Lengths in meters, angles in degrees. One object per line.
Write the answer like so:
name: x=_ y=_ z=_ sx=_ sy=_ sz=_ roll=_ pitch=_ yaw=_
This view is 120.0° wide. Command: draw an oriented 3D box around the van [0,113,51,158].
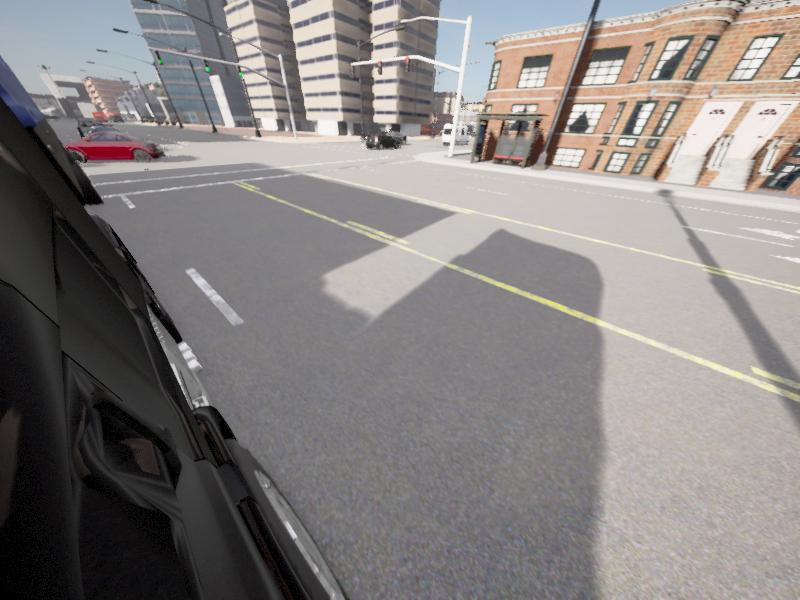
van: x=-23.886 y=-9.812 z=13.651 sx=1.775 sy=1.987 sz=4.442 roll=-20 pitch=42 yaw=-27

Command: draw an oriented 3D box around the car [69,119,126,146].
car: x=-26.608 y=-14.764 z=20.317 sx=4.611 sy=1.667 sz=2.242 roll=28 pitch=44 yaw=30

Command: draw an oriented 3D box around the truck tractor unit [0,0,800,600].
truck tractor unit: x=-2.645 y=-0.295 z=0.351 sx=6.516 sy=4.208 sz=3.053 roll=28 pitch=44 yaw=30

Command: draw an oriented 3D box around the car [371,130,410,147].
car: x=-1.149 y=-21.153 z=30.184 sx=1.930 sy=1.638 sz=5.238 roll=28 pitch=44 yaw=30

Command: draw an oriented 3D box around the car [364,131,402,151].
car: x=-1.802 y=-17.444 z=25.268 sx=1.851 sy=1.617 sz=3.988 roll=29 pitch=44 yaw=31

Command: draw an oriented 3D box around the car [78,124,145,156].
car: x=-20.366 y=-11.382 z=16.297 sx=4.974 sy=1.542 sz=2.038 roll=28 pitch=44 yaw=30

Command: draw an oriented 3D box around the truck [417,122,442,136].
truck: x=10.525 y=-61.361 z=82.968 sx=8.468 sy=3.827 sz=2.891 roll=26 pitch=43 yaw=30

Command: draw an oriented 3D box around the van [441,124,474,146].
van: x=8.809 y=-25.160 z=35.286 sx=1.988 sy=2.561 sz=5.915 roll=28 pitch=44 yaw=30

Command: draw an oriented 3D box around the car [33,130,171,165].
car: x=-16.116 y=-8.561 z=12.926 sx=4.181 sy=1.385 sz=1.994 roll=-14 pitch=40 yaw=-20

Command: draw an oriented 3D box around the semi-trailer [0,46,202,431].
semi-trailer: x=-8.706 y=-3.594 z=4.229 sx=14.254 sy=4.402 sz=2.717 roll=28 pitch=44 yaw=30

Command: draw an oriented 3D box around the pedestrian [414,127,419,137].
pedestrian: x=3.869 y=-39.593 z=54.551 sx=0.751 sy=1.860 sz=0.751 roll=-22 pitch=44 yaw=-29
